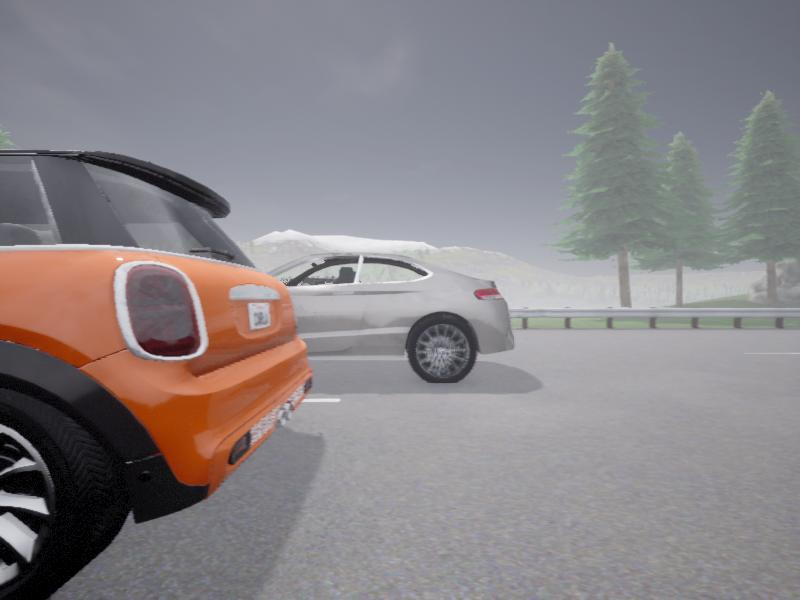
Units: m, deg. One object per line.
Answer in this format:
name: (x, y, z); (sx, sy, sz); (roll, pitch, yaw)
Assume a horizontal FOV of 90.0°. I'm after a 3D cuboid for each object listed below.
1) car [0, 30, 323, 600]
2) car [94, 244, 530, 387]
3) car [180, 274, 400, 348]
car: (-2.898, 0.105, 2.199); (4.553, 1.767, 2.097); (0, 0, 0)
car: (-1.017, 0.180, 5.697); (5.027, 1.651, 2.152); (0, 0, 0)
car: (-2.255, 0.228, 9.199); (4.514, 1.525, 2.007); (0, 0, 0)
